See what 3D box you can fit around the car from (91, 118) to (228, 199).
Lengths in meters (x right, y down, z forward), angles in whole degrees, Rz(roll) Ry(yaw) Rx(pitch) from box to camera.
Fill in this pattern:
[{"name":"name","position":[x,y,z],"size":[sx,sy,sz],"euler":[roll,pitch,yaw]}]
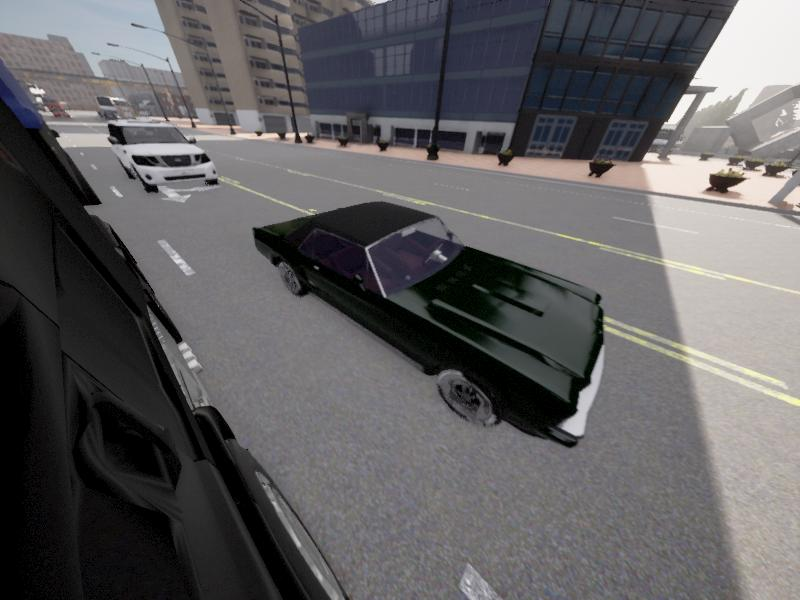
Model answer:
[{"name":"car","position":[-9.434,-5.718,9.024],"size":[5.566,2.045,2.150],"euler":[28,43,30]}]

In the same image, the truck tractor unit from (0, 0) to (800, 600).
[{"name":"truck tractor unit","position":[-2.645,-0.295,0.351],"size":[6.516,4.208,3.053],"euler":[28,44,30]}]

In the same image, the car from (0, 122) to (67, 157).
[{"name":"car","position":[-23.742,-10.330,14.792],"size":[4.902,1.511,2.128],"euler":[28,43,30]}]

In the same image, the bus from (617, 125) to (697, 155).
[{"name":"bus","position":[50.074,-31.894,45.812],"size":[3.944,4.253,10.273],"euler":[3,37,-1]}]

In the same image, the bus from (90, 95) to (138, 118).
[{"name":"bus","position":[-78.709,-53.419,64.032],"size":[3.944,4.253,10.273],"euler":[-12,40,-20]}]

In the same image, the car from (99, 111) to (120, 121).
[{"name":"car","position":[-66.112,-41.857,52.551],"size":[4.902,1.511,2.128],"euler":[29,44,29]}]

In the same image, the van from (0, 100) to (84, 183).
[{"name":"van","position":[-16.510,-6.907,9.869],"size":[6.366,2.431,2.351],"euler":[27,43,30]}]

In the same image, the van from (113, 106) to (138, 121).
[{"name":"van","position":[-67.399,-45.793,56.671],"size":[6.366,2.431,2.351],"euler":[29,44,29]}]

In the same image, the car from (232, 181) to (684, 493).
[{"name":"car","position":[-0.020,-0.424,3.138],"size":[4.718,1.301,1.895],"euler":[28,44,30]}]

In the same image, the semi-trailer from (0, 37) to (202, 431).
[{"name":"semi-trailer","position":[-8.718,-3.587,4.215],"size":[14.254,4.402,2.717],"euler":[28,43,30]}]
